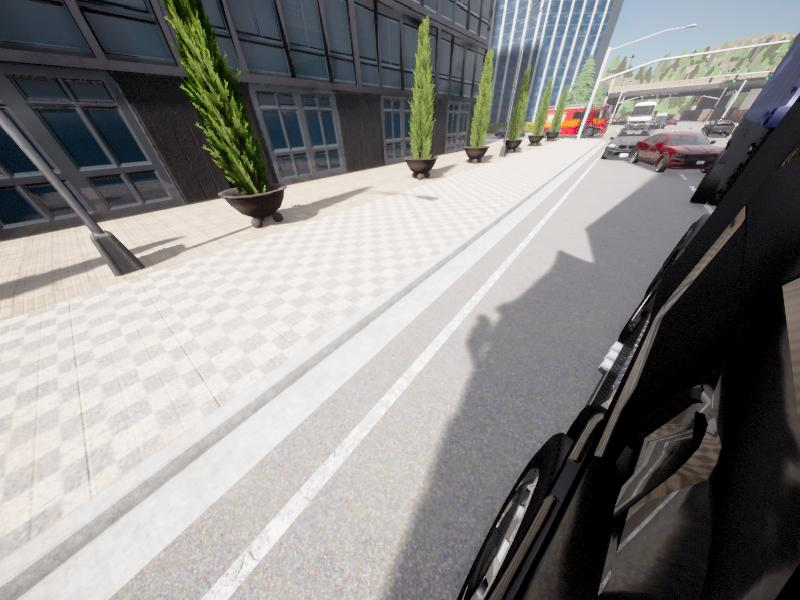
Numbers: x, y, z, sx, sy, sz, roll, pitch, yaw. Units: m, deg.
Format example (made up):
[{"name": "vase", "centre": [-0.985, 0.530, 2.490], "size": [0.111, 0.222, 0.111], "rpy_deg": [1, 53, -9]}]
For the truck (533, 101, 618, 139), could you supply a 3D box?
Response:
[{"name": "truck", "centre": [24.606, -25.468, 32.950], "size": [8.468, 3.827, 2.891], "rpy_deg": [27, 46, 34]}]

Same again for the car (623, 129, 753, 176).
[{"name": "car", "centre": [13.578, -7.452, 11.469], "size": [1.882, 1.535, 5.008], "rpy_deg": [11, 39, 18]}]

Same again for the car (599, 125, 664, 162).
[{"name": "car", "centre": [14.949, -10.235, 15.007], "size": [2.242, 1.667, 4.611], "rpy_deg": [25, 44, 32]}]

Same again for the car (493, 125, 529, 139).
[{"name": "car", "centre": [18.263, -27.709, 38.166], "size": [4.856, 1.649, 2.033], "rpy_deg": [24, 44, 31]}]

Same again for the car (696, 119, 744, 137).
[{"name": "car", "centre": [36.184, -19.604, 26.337], "size": [2.128, 1.511, 4.902], "rpy_deg": [24, 44, 31]}]

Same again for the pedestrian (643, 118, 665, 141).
[{"name": "pedestrian", "centre": [26.906, -18.028, 24.471], "size": [0.751, 1.860, 0.751], "rpy_deg": [-28, 44, -30]}]

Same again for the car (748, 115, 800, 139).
[{"name": "car", "centre": [36.573, -16.608, 22.181], "size": [2.242, 1.667, 4.611], "rpy_deg": [24, 45, 31]}]

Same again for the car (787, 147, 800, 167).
[{"name": "car", "centre": [18.726, -6.003, 9.135], "size": [1.930, 1.638, 5.238], "rpy_deg": [24, 45, 31]}]

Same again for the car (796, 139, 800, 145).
[{"name": "car", "centre": [29.392, -10.954, 15.144], "size": [1.801, 1.575, 5.366], "rpy_deg": [24, 44, 31]}]

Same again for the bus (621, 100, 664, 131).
[{"name": "bus", "centre": [47.635, -36.311, 45.662], "size": [3.944, 4.253, 10.273], "rpy_deg": [24, 44, 31]}]

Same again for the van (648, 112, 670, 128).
[{"name": "van", "centre": [55.765, -38.717, 49.807], "size": [1.988, 2.561, 5.915], "rpy_deg": [24, 44, 31]}]

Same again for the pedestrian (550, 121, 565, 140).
[{"name": "pedestrian", "centre": [19.037, -20.434, 27.914], "size": [0.751, 1.860, 0.751], "rpy_deg": [27, 46, 33]}]

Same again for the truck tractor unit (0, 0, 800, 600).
[{"name": "truck tractor unit", "centre": [2.645, -0.295, 0.351], "size": [6.516, 4.208, 3.053], "rpy_deg": [-28, 44, -30]}]

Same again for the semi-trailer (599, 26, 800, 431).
[{"name": "semi-trailer", "centre": [8.617, -3.659, 4.307], "size": [14.254, 4.402, 2.717], "rpy_deg": [-29, 44, -31]}]

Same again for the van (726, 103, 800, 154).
[{"name": "van", "centre": [25.401, -11.549, 15.477], "size": [2.351, 2.431, 6.366], "rpy_deg": [24, 44, 31]}]
